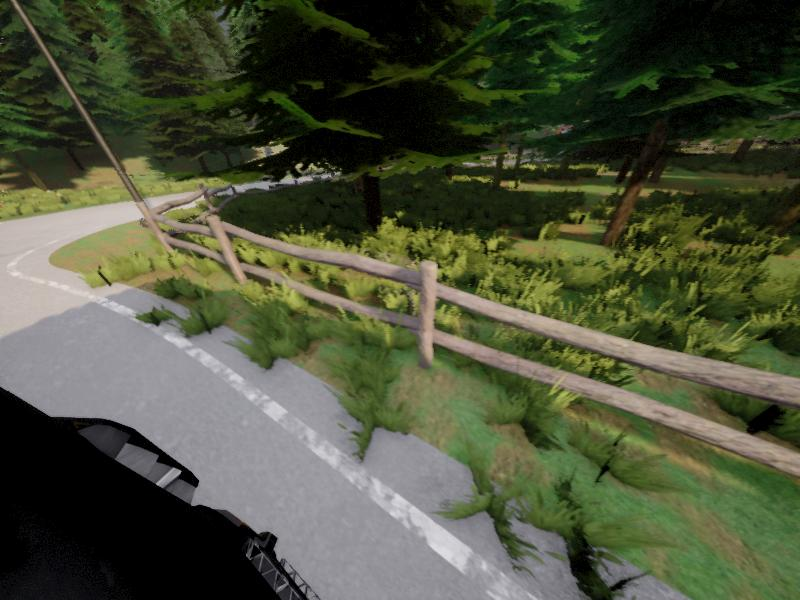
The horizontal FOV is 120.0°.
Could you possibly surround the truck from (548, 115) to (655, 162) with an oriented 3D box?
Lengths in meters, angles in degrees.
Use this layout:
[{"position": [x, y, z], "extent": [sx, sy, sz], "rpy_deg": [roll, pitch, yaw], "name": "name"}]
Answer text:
[{"position": [22.436, -18.249, 26.295], "extent": [8.468, 3.827, 2.891], "rpy_deg": [-3, 34, -1], "name": "truck"}]
